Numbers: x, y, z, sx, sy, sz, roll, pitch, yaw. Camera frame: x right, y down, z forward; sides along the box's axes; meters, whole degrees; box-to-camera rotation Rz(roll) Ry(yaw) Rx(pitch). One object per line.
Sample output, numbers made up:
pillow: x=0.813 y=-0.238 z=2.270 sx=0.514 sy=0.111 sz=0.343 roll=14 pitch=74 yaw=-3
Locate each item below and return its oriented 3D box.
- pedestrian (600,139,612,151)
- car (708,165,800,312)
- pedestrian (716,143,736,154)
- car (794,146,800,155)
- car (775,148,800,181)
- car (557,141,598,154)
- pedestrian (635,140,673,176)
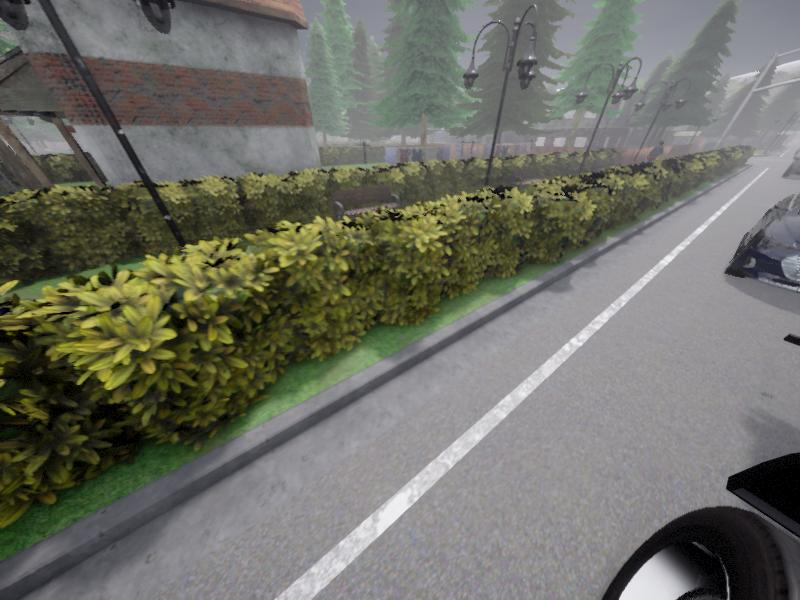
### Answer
pedestrian: x=37.395 y=-28.125 z=41.867 sx=0.751 sy=1.860 sz=0.751 roll=-19 pitch=39 yaw=-24
car: x=8.357 y=-1.319 z=4.294 sx=4.856 sy=1.649 sz=2.033 roll=-23 pitch=41 yaw=-27
pedestrian: x=45.083 y=-20.994 z=31.950 sx=0.751 sy=1.300 sz=0.751 roll=2 pitch=35 yaw=3
car: x=57.014 y=-21.192 z=32.040 sx=5.366 sy=1.575 sz=1.801 roll=-22 pitch=41 yaw=-28
car: x=25.955 y=-8.442 z=14.373 sx=4.902 sy=1.511 sz=2.128 roll=-22 pitch=41 yaw=-28
car: x=30.948 y=-26.779 z=40.504 sx=1.930 sy=1.638 sz=5.238 roll=-16 pitch=38 yaw=-20
pedestrian: x=16.046 y=-9.001 z=14.631 sx=0.751 sy=1.860 sz=0.751 roll=-21 pitch=40 yaw=-27
